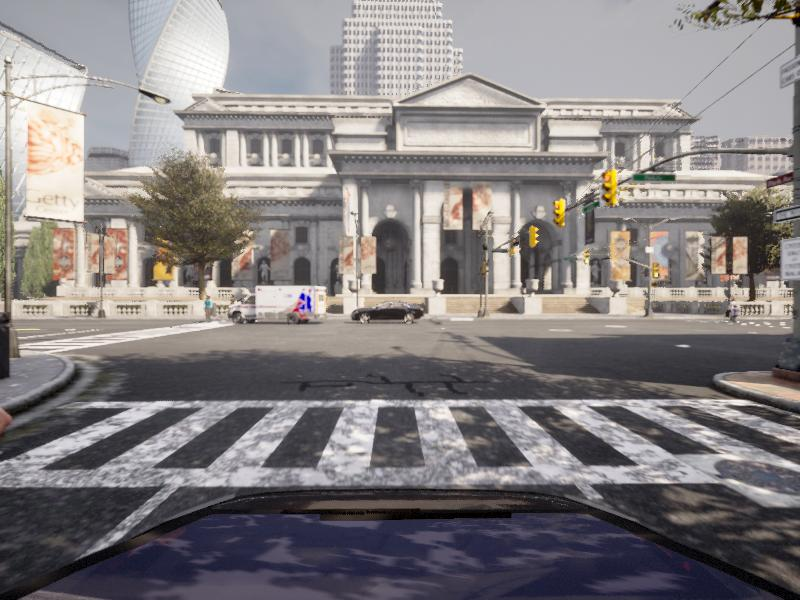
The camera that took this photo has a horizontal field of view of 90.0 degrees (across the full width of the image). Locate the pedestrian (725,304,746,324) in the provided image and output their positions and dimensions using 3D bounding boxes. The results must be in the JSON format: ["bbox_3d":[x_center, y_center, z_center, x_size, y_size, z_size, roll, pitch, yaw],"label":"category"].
[{"bbox_3d":[22.539,0.909,26.886,0.751,1.300,0.751,0,0,2],"label":"pedestrian"}]

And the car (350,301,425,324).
[{"bbox_3d":[-0.826,0.828,27.008,4.902,1.511,2.128,0,0,-1],"label":"car"}]

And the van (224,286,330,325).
[{"bbox_3d":[-8.055,0.370,26.557,6.366,2.431,2.351,0,0,7],"label":"van"}]

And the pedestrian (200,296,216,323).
[{"bbox_3d":[-13.020,0.629,27.177,0.751,1.860,0.751,0,0,-1],"label":"pedestrian"}]

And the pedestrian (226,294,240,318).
[{"bbox_3d":[-13.430,0.475,32.163,0.751,1.860,0.751,0,0,2],"label":"pedestrian"}]

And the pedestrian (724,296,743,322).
[{"bbox_3d":[23.706,0.629,28.470,0.751,1.860,0.751,0,0,10],"label":"pedestrian"}]

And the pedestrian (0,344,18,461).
[{"bbox_3d":[-4.187,1.016,3.931,0.500,1.100,0.500,0,0,-25],"label":"pedestrian"}]
